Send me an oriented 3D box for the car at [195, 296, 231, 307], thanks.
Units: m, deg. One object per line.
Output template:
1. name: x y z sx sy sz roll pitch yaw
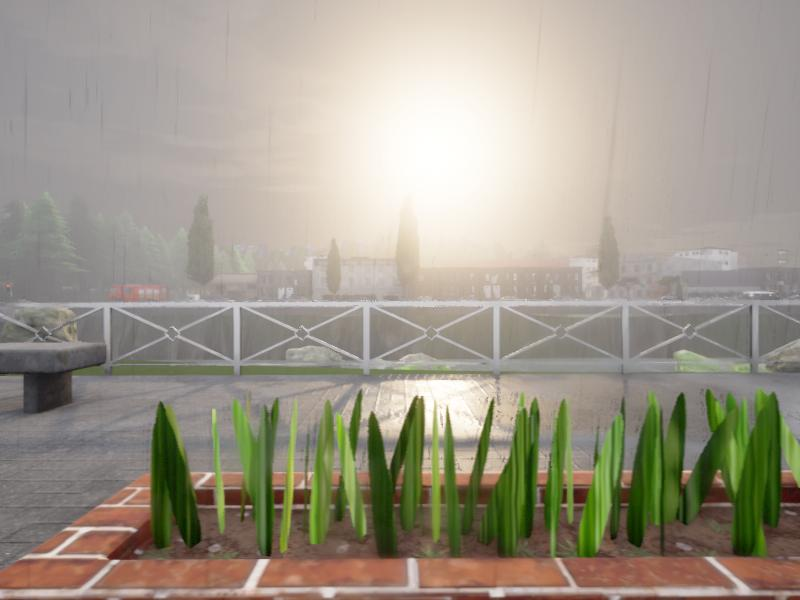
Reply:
1. car: -30.007 0.258 64.328 4.856 1.649 2.033 0 0 0

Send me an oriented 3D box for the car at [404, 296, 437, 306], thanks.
1. car: 3.266 0.139 64.362 5.238 1.638 1.930 0 0 0

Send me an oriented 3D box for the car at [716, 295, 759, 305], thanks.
1. car: 54.259 -0.032 64.416 5.238 1.638 1.930 0 0 0

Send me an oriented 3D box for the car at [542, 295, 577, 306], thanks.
1. car: 25.568 0.061 64.386 4.856 1.649 2.033 0 0 0

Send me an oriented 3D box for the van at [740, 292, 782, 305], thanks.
1. van: 54.407 -0.229 60.417 4.480 2.038 2.069 0 0 0

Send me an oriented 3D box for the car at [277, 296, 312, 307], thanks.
1. car: -16.942 0.216 64.339 5.027 1.651 2.152 0 0 0

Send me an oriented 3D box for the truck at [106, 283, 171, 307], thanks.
1. truck: -41.914 -0.804 64.327 8.468 3.827 2.891 0 0 0

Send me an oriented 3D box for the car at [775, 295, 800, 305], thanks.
1. car: 63.768 0.004 64.426 4.892 1.490 1.837 0 0 0

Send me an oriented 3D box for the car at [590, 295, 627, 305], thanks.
1. car: 33.537 0.062 64.395 4.974 1.542 2.038 0 0 0

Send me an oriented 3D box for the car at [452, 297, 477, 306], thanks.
1. car: 10.349 0.198 64.365 3.806 1.475 1.970 0 0 0

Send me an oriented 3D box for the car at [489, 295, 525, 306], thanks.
1. car: 17.224 0.092 64.376 5.238 1.638 1.930 0 0 0

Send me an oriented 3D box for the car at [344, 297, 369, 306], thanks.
1. car: -6.914 0.256 64.348 3.806 1.475 1.970 0 0 0
